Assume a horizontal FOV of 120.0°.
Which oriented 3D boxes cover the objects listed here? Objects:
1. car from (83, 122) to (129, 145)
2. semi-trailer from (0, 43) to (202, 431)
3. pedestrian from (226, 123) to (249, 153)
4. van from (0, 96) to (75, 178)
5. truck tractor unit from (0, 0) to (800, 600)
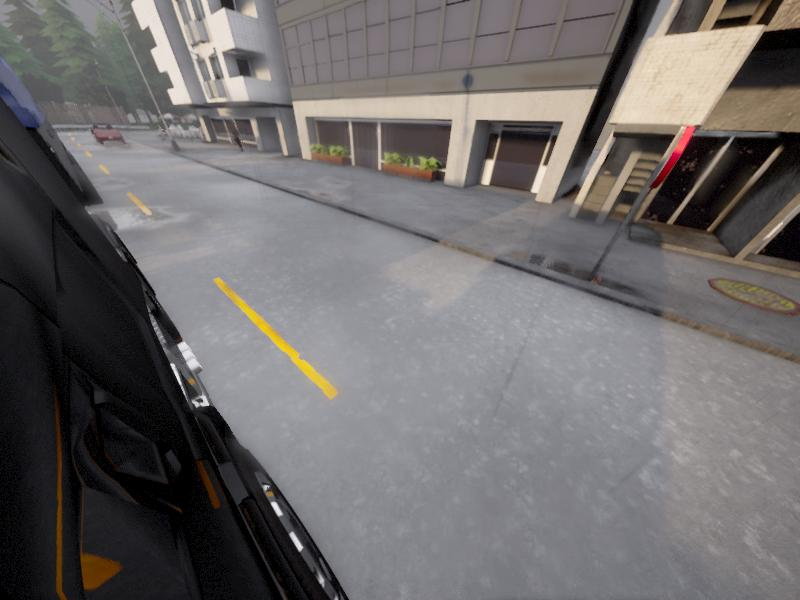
[{"bbox_3d":[-26.825,-15.198,21.060,3.633,1.501,1.845,28,44,30],"label":"car"},{"bbox_3d":[-8.695,-3.605,4.236,14.254,4.402,2.717,28,44,30],"label":"semi-trailer"},{"bbox_3d":[-12.370,-12.323,17.604,0.751,1.860,0.751,-28,46,-34],"label":"pedestrian"},{"bbox_3d":[-17.402,-7.464,10.440,5.915,2.561,1.988,28,44,30],"label":"van"},{"bbox_3d":[-2.645,-0.295,0.352,6.516,4.208,3.053,28,44,30],"label":"truck tractor unit"}]
